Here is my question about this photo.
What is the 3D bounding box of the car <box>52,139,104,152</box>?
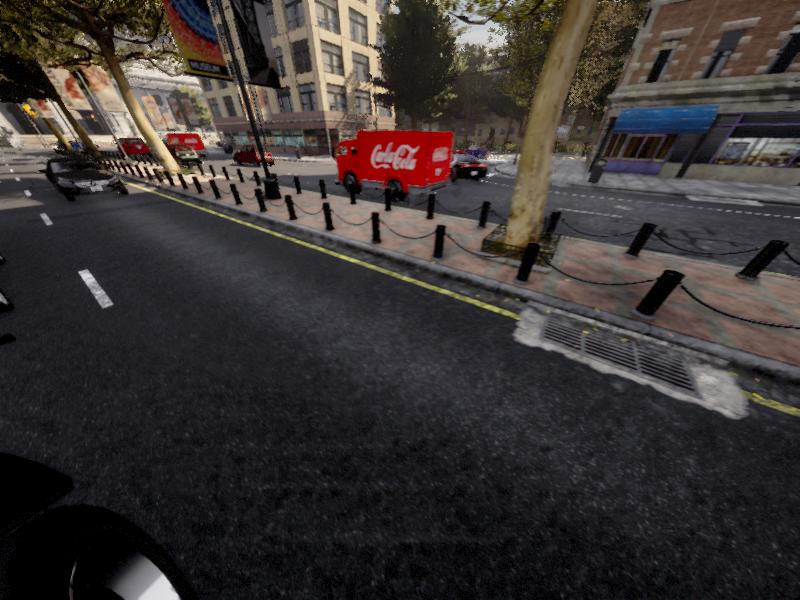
[{"bbox_3d":[-55.923,-26.919,40.198,2.033,1.649,4.856,22,41,28],"label":"car"}]

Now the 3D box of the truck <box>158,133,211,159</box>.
[{"bbox_3d":[-26.159,-18.740,28.116,5.204,2.467,2.627,21,40,28],"label":"truck"}]

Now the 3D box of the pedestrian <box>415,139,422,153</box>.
[{"bbox_3d":[2.915,-24.275,36.481,0.751,1.860,0.751,-27,44,-33],"label":"pedestrian"}]

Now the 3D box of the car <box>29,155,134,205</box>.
[{"bbox_3d":[-14.355,-5.540,10.395,4.674,1.442,1.812,22,40,27],"label":"car"}]

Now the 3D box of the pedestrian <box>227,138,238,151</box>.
[{"bbox_3d":[-28.249,-26.210,38.949,0.751,1.860,0.751,19,39,25],"label":"pedestrian"}]

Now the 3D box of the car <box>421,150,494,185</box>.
[{"bbox_3d":[3.419,-8.732,15.006,2.038,1.542,4.974,-12,36,-17],"label":"car"}]

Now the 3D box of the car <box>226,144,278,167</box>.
[{"bbox_3d":[-13.751,-13.511,21.577,3.988,1.617,1.851,18,39,23],"label":"car"}]

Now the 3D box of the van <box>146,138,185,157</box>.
[{"bbox_3d":[-32.037,-20.902,31.528,4.480,2.038,2.069,22,40,27],"label":"van"}]

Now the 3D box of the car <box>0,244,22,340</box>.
[{"bbox_3d":[-7.827,-0.535,3.303,4.892,1.490,1.837,22,41,27],"label":"car"}]

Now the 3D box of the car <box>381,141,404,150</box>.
[{"bbox_3d":[-1.746,-35.102,52.422,4.902,1.511,2.128,22,40,27],"label":"car"}]

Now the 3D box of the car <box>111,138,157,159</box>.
[{"bbox_3d":[-32.720,-18.718,28.416,5.566,2.045,2.150,23,41,29],"label":"car"}]

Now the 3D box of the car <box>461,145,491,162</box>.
[{"bbox_3d":[9.460,-18.186,28.483,1.882,1.535,5.008,21,40,26],"label":"car"}]

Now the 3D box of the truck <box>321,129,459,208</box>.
[{"bbox_3d":[-0.512,-6.044,10.345,5.204,2.467,2.627,22,40,27],"label":"truck"}]

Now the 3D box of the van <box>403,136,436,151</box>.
[{"bbox_3d":[4.038,-33.174,48.941,6.366,2.431,2.351,22,40,27],"label":"van"}]

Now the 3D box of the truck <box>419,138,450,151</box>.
[{"bbox_3d":[7.472,-34.139,50.627,6.274,2.098,2.390,23,41,29],"label":"truck"}]

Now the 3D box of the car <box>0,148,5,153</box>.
[{"bbox_3d":[-61.656,-22.110,33.458,1.816,1.474,4.193,22,41,28],"label":"car"}]

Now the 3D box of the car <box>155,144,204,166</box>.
[{"bbox_3d":[-20.960,-13.860,22.006,3.988,1.617,1.851,22,40,27],"label":"car"}]
